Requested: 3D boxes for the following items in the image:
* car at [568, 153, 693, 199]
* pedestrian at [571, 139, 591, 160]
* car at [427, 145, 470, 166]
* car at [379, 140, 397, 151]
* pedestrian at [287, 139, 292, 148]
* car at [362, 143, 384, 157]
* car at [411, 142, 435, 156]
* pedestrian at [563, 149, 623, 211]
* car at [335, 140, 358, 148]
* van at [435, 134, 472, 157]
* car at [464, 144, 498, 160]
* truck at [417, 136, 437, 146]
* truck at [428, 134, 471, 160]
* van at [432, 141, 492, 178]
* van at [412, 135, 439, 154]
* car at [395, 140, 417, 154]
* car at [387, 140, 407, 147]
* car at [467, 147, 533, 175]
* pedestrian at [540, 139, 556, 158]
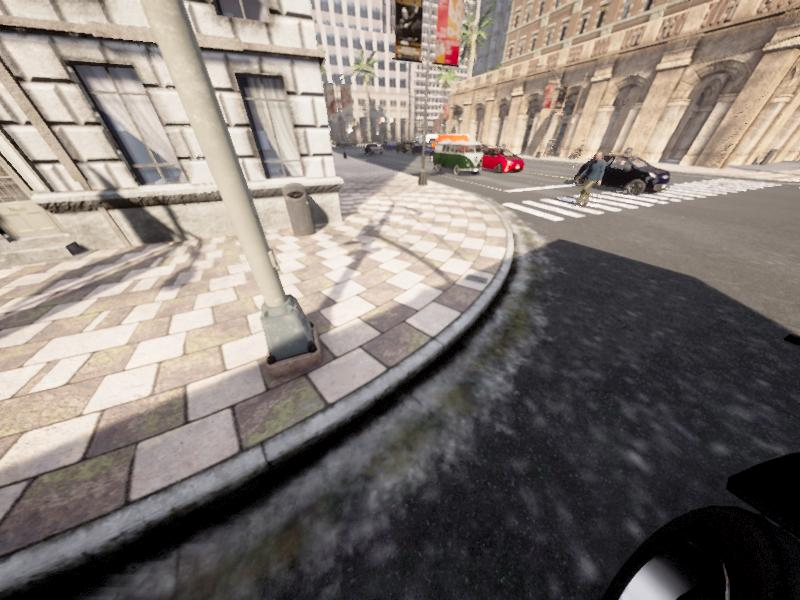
[{"bbox_3d":[10.940,-6.235,11.371,1.845,1.501,3.633,-14,37,-18],"label":"car"},{"bbox_3d":[19.261,-16.049,24.642,0.751,1.860,0.751,-11,37,-15],"label":"pedestrian"},{"bbox_3d":[4.724,-14.827,23.587,1.837,1.490,4.892,-13,37,-18],"label":"car"},{"bbox_3d":[-2.364,-30.335,45.305,2.097,1.767,4.553,-13,37,-18],"label":"car"},{"bbox_3d":[-28.794,-40.957,60.340,0.751,1.860,0.751,-11,37,-16],"label":"pedestrian"},{"bbox_3d":[-3.947,-21.762,33.480,1.812,1.442,4.674,-13,37,-18],"label":"car"},{"bbox_3d":[3.260,-22.303,34.079,1.851,1.617,3.988,-13,37,-18],"label":"car"},{"bbox_3d":[6.845,-4.302,8.321,0.751,1.860,0.751,-11,37,-15],"label":"pedestrian"},{"bbox_3d":[-13.650,-39.748,58.806,5.238,1.638,1.930,-13,37,-18],"label":"car"},{"bbox_3d":[7.395,-22.183,33.086,1.988,2.561,5.915,-13,37,-18],"label":"van"},{"bbox_3d":[9.840,-18.309,28.467,1.845,1.501,3.633,-13,37,-18],"label":"car"},{"bbox_3d":[8.355,-49.577,71.923,5.204,2.467,2.627,-13,37,-18],"label":"truck"},{"bbox_3d":[5.879,-18.933,28.550,2.627,2.467,5.204,-13,37,-18],"label":"truck"},{"bbox_3d":[4.256,-10.414,16.916,1.775,1.987,4.442,-14,37,-18],"label":"van"},{"bbox_3d":[4.238,-26.671,39.452,1.988,2.561,5.915,-13,37,-18],"label":"van"},{"bbox_3d":[0.902,-25.762,38.748,1.932,1.855,4.605,-13,37,-18],"label":"car"},{"bbox_3d":[-0.815,-42.664,63.060,4.902,1.511,2.128,-13,37,-18],"label":"car"},{"bbox_3d":[7.543,-10.934,18.038,2.007,1.525,4.514,-14,37,-18],"label":"car"},{"bbox_3d":[17.481,-17.955,27.346,0.751,1.860,0.751,-8,36,-11],"label":"pedestrian"}]
